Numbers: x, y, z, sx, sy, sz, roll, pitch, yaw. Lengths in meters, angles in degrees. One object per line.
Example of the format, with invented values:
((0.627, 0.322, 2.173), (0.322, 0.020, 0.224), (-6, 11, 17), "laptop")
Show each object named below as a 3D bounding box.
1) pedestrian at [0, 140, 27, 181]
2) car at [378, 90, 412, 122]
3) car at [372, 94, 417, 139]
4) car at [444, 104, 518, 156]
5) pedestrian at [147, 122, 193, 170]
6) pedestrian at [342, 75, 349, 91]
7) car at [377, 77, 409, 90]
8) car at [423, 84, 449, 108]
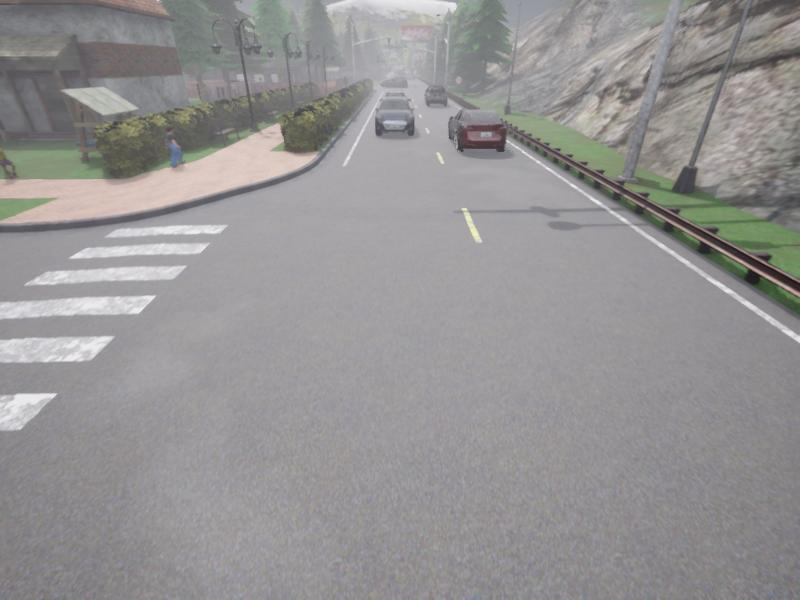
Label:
((-11.974, -4.202, 12.064), (0.500, 1.100, 0.500), (2, 30, 3), "pedestrian")
((-0.321, -13.102, 26.880), (2.128, 1.511, 4.902), (0, 30, 0), "car")
((-0.273, -9.711, 20.972), (2.033, 1.649, 4.856), (0, 30, 0), "car")
((3.260, -7.439, 17.233), (2.163, 1.488, 4.792), (0, 30, 0), "car")
((-7.318, -4.926, 12.777), (0.751, 1.300, 0.751), (25, 39, 36), "pedestrian")
((-7.033, -28.072, 51.765), (0.751, 1.860, 0.751), (0, 30, -1), "pedestrian")
((-1.093, -34.845, 64.313), (4.611, 1.667, 2.242), (18, 35, 28), "car")
((3.113, -17.930, 35.031), (1.851, 1.617, 3.988), (0, 30, 0), "car")
